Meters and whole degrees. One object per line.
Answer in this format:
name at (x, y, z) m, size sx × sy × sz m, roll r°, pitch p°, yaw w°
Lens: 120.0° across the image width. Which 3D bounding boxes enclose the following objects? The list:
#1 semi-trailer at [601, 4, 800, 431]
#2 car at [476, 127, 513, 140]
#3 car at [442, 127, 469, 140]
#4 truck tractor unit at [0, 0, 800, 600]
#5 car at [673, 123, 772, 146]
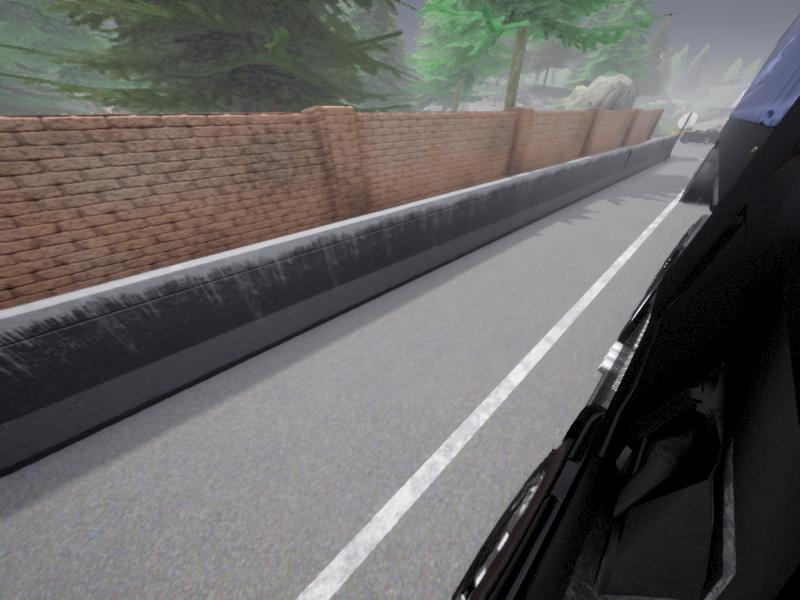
semi-trailer at (8.511, -3.731, 4.397) m, size 14.254 × 4.402 × 2.717 m, roll -30°, pitch 45°, yaw -32°
car at (13.052, -23.228, 32.239) m, size 1.994 × 1.385 × 4.181 m, roll -27°, pitch 43°, yaw -29°
car at (8.714, -26.379, 36.538) m, size 1.789 × 1.549 × 3.705 m, roll -28°, pitch 44°, yaw -29°
truck tractor unit at (2.645, -0.295, 0.351) m, size 6.516 × 4.208 × 3.053 m, roll -28°, pitch 44°, yaw -30°
car at (26.809, -13.931, 19.429) m, size 4.718 × 1.301 × 1.895 m, roll 2°, pitch 37°, yaw 6°
